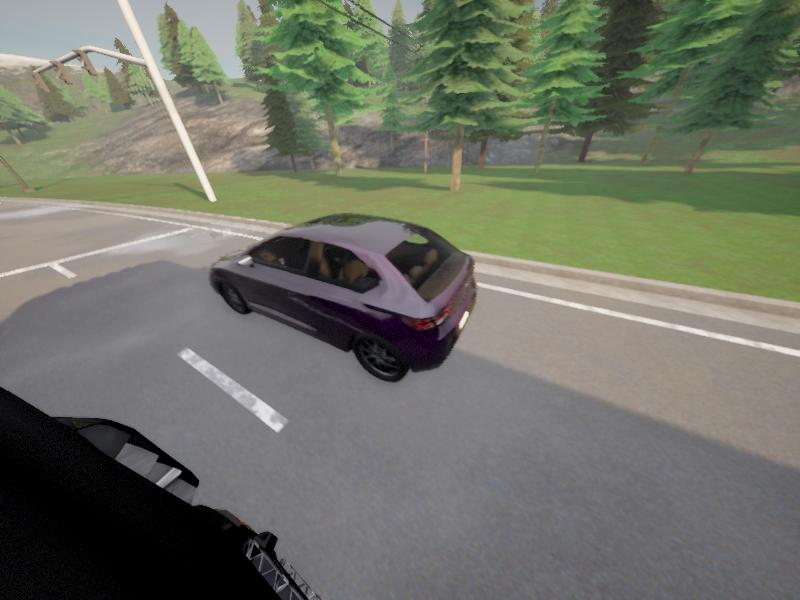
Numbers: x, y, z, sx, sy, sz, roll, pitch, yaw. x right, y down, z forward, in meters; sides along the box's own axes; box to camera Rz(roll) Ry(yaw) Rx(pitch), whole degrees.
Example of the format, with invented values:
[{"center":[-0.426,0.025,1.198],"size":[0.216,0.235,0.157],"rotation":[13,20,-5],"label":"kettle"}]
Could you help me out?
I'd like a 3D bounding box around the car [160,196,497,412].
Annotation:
[{"center":[-1.087,-0.475,3.411],"size":[4.193,1.474,1.816],"rotation":[16,38,25],"label":"car"}]
